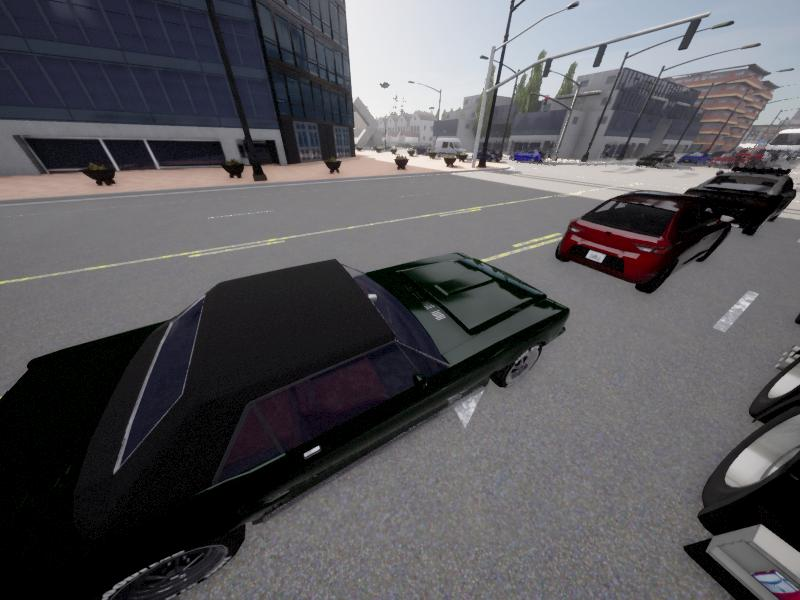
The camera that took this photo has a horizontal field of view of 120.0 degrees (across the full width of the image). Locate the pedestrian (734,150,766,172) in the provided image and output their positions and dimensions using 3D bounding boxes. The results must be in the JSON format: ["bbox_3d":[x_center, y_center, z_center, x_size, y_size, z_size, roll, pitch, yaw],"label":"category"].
[{"bbox_3d":[35.580,-14.155,23.526,0.751,1.860,0.751,9,35,11],"label":"pedestrian"}]

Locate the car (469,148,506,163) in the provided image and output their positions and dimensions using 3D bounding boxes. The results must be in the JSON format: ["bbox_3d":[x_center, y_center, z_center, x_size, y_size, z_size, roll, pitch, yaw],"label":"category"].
[{"bbox_3d":[11.380,-18.977,30.233,1.816,1.474,4.193,-17,38,-24],"label":"car"}]

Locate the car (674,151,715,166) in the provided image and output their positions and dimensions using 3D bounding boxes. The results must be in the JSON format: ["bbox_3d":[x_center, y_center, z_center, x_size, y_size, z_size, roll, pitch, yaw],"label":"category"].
[{"bbox_3d":[39.677,-19.075,31.075,5.008,1.535,1.882,-17,38,-24],"label":"car"}]

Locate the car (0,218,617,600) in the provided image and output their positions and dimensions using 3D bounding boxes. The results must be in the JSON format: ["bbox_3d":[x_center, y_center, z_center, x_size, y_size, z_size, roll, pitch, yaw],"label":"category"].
[{"bbox_3d":[-0.486,0.415,2.264,4.718,1.301,1.895,-18,39,-24],"label":"car"}]

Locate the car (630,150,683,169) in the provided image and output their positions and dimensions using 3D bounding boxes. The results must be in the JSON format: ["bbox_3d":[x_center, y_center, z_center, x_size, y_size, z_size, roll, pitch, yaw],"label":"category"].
[{"bbox_3d":[29.067,-15.928,26.169,5.238,1.638,1.930,-15,38,-22],"label":"car"}]

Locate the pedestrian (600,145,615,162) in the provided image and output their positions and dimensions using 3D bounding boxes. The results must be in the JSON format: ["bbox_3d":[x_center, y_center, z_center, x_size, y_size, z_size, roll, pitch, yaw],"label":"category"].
[{"bbox_3d":[28.717,-20.249,31.953,0.751,1.860,0.751,-22,41,-30],"label":"pedestrian"}]

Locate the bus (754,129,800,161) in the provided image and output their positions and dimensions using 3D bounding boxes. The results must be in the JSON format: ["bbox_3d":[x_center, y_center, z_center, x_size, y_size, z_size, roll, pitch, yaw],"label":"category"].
[{"bbox_3d":[66.582,-26.515,39.350,10.273,4.253,3.944,-18,39,-23],"label":"bus"}]

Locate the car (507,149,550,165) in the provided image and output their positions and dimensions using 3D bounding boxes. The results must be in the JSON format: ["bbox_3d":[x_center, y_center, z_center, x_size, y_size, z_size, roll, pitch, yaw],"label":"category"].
[{"bbox_3d":[16.117,-18.211,29.257,1.816,1.474,4.193,-19,39,-27],"label":"car"}]

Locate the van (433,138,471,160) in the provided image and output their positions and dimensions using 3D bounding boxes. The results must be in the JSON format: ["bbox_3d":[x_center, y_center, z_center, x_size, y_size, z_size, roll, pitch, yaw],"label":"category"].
[{"bbox_3d":[7.758,-23.165,35.290,1.988,2.561,5.915,-17,38,-24],"label":"van"}]

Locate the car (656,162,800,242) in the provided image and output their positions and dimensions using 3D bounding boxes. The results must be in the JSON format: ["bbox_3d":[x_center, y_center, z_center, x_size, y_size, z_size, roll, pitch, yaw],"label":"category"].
[{"bbox_3d":[11.381,-3.492,7.707,5.238,1.638,1.930,-18,39,-24],"label":"car"}]

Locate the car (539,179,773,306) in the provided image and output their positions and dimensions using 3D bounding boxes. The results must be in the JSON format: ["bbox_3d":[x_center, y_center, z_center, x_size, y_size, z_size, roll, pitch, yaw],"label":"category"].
[{"bbox_3d":[5.384,-1.535,4.957,4.193,1.474,1.816,-18,39,-24],"label":"car"}]

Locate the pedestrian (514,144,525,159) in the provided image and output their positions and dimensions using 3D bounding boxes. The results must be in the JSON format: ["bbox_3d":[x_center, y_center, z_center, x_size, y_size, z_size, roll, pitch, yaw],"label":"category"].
[{"bbox_3d":[17.783,-22.192,34.467,0.751,1.860,0.751,-23,41,-31],"label":"pedestrian"}]

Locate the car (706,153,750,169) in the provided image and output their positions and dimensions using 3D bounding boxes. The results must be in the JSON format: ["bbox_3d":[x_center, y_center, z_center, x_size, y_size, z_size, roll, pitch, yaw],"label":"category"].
[{"bbox_3d":[38.812,-16.469,27.356,4.674,1.442,1.812,-17,39,-24],"label":"car"}]

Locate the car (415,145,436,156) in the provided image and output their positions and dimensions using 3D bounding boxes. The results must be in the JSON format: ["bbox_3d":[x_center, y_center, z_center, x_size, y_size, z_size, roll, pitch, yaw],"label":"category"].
[{"bbox_3d":[4.436,-26.085,40.340,1.845,1.501,3.633,-17,39,-25],"label":"car"}]

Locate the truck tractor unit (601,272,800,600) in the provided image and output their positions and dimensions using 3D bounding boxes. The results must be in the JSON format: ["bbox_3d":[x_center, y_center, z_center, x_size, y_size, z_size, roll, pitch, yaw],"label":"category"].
[{"bbox_3d":[5.122,-0.289,0.764,6.516,4.208,3.053,-18,39,-24],"label":"truck tractor unit"}]
